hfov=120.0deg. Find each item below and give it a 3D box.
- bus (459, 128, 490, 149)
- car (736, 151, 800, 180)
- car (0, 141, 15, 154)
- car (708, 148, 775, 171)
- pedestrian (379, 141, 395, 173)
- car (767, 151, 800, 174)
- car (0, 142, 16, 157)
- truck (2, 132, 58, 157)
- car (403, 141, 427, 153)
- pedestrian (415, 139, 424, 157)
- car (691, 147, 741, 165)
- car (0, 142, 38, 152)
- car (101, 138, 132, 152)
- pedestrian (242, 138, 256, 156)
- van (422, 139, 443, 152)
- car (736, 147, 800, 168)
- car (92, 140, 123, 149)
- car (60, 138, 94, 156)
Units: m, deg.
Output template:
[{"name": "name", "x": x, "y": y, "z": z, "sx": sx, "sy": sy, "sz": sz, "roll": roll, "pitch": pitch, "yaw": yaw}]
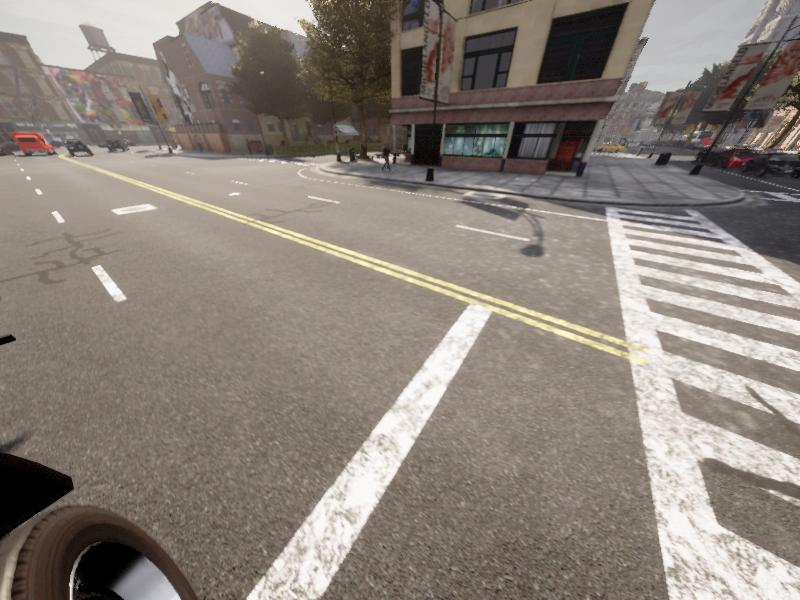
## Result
[{"name": "bus", "x": 20.006, "y": -43.150, "z": 61.566, "sx": 3.944, "sy": 4.253, "sz": 10.273, "roll": 22, "pitch": 41, "yaw": 28}, {"name": "car", "x": 28.132, "y": -10.179, "z": 17.337, "sx": 1.812, "sy": 1.442, "sz": 4.674, "roll": 22, "pitch": 41, "yaw": 28}, {"name": "car", "x": -59.733, "y": -22.307, "z": 33.721, "sx": 2.002, "sy": 1.452, "sz": 4.674, "roll": -22, "pitch": 41, "yaw": -28}, {"name": "car", "x": 31.893, "y": -13.358, "z": 21.805, "sx": 2.007, "sy": 1.525, "sz": 4.514, "roll": 22, "pitch": 41, "yaw": 28}, {"name": "pedestrian", "x": -0.919, "y": -10.158, "z": 16.377, "sx": 0.751, "sy": 1.860, "sz": 0.751, "roll": 26, "pitch": 43, "yaw": 32}, {"name": "car", "x": 34.035, "y": -11.527, "z": 19.366, "sx": 1.994, "sy": 1.385, "sz": 4.181, "roll": 22, "pitch": 41, "yaw": 28}, {"name": "car", "x": -50.916, "y": -18.842, "z": 28.946, "sx": 3.806, "sy": 1.475, "sz": 1.970, "roll": 30, "pitch": 45, "yaw": 35}, {"name": "truck", "x": -47.359, "y": -20.095, "z": 29.817, "sx": 5.204, "sy": 2.467, "sz": 2.627, "roll": 27, "pitch": 43, "yaw": 33}, {"name": "car", "x": 2.744, "y": -27.700, "z": 41.770, "sx": 1.930, "sy": 1.638, "sz": 5.238, "roll": 22, "pitch": 41, "yaw": 28}, {"name": "pedestrian", "x": 2.483, "y": -19.315, "z": 29.387, "sx": 0.751, "sy": 1.860, "sz": 0.751, "roll": 25, "pitch": 42, "yaw": 31}, {"name": "car", "x": 35.606, "y": -16.435, "z": 26.227, "sx": 1.837, "sy": 1.490, "sz": 4.892, "roll": 22, "pitch": 40, "yaw": 27}, {"name": "car", "x": -62.833, "y": -25.038, "z": 37.694, "sx": 1.895, "sy": 1.301, "sz": 4.718, "roll": -15, "pitch": 38, "yaw": -21}, {"name": "car", "x": -47.928, "y": -26.322, "z": 39.155, "sx": 1.932, "sy": 1.855, "sz": 4.605, "roll": -21, "pitch": 40, "yaw": -27}, {"name": "pedestrian", "x": -19.427, "y": -19.711, "z": 29.749, "sx": 0.751, "sy": 1.860, "sz": 0.751, "roll": 7, "pitch": 36, "yaw": 9}, {"name": "van", "x": 6.501, "y": -30.968, "z": 46.089, "sx": 2.069, "sy": 2.038, "sz": 4.480, "roll": 22, "pitch": 41, "yaw": 28}, {"name": "car", "x": 37.843, "y": -14.723, "z": 23.807, "sx": 2.128, "sy": 1.511, "sz": 4.902, "roll": 22, "pitch": 41, "yaw": 28}, {"name": "car", "x": -61.637, "y": -32.962, "z": 48.808, "sx": 2.007, "sy": 1.525, "sz": 4.514, "roll": -11, "pitch": 37, "yaw": -15}, {"name": "car", "x": -43.806, "y": -20.837, "z": 31.415, "sx": 4.605, "sy": 1.855, "sz": 1.932, "roll": 27, "pitch": 44, "yaw": 33}]
